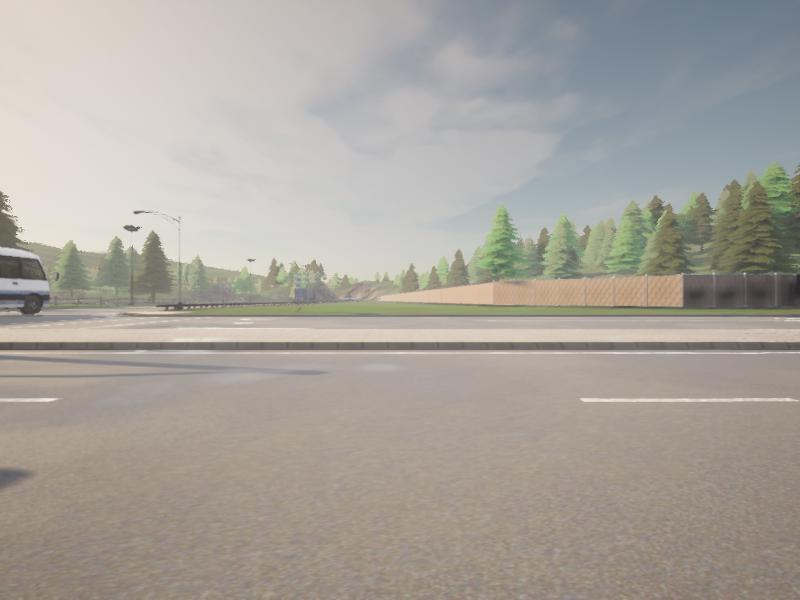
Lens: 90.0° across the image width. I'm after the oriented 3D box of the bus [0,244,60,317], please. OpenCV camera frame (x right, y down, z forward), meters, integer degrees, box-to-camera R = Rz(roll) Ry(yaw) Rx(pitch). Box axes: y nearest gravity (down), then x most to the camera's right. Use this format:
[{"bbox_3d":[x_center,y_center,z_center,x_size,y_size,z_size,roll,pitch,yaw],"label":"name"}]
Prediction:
[{"bbox_3d":[-25.247,-1.125,22.261,3.944,4.253,10.273,0,0,0],"label":"bus"}]
